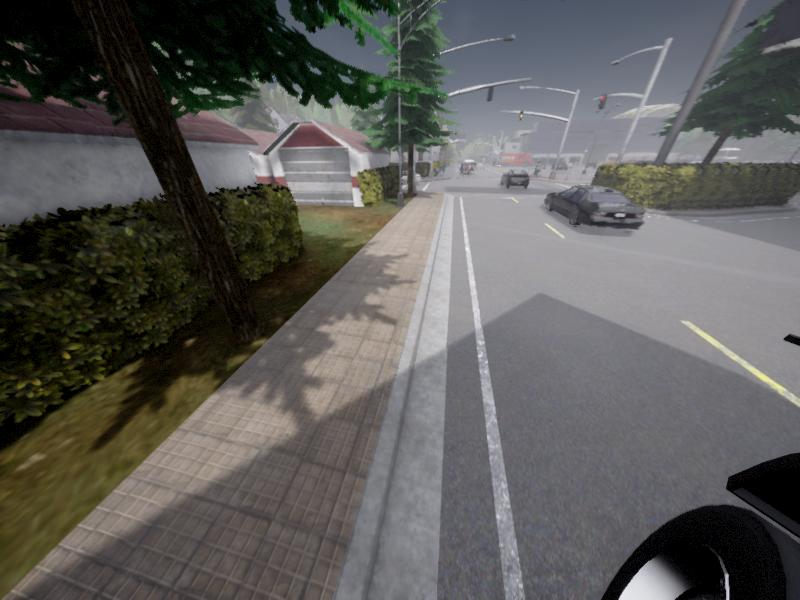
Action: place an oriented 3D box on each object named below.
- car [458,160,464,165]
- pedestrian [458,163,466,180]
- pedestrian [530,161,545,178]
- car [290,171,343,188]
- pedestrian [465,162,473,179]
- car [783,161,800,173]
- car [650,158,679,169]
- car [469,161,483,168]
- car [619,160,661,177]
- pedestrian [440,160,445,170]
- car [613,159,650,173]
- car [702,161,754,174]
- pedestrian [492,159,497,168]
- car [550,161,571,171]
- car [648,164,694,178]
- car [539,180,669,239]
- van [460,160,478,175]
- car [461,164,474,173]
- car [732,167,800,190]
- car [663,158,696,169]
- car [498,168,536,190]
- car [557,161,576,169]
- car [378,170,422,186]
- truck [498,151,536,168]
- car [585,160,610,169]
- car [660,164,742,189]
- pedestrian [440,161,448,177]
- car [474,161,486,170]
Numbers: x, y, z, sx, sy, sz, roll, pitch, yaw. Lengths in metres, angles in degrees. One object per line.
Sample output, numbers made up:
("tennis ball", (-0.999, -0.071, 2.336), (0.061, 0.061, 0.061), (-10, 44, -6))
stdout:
("car", (23.010, -51.610, 86.823), (1.837, 1.490, 4.892), (6, 32, 10))
("pedestrian", (7.911, -16.421, 29.440), (0.751, 1.860, 0.751), (3, 32, 6))
("pedestrian", (16.923, -16.087, 28.448), (0.751, 1.860, 0.751), (-5, 32, -8))
("car", (-9.006, -13.183, 25.187), (5.008, 1.535, 1.882), (5, 32, 9))
("pedestrian", (9.023, -16.964, 30.305), (0.751, 1.860, 0.751), (8, 33, 14))
("car", (59.676, -19.272, 33.591), (1.845, 1.501, 3.633), (5, 32, 10))
("car", (56.851, -29.439, 49.719), (1.905, 1.878, 3.866), (5, 32, 10))
("car", (20.829, -37.388, 63.634), (2.038, 1.542, 4.974), (-1, 32, 0))
("car", (33.043, -18.268, 31.958), (1.905, 1.878, 3.866), (5, 32, 10))
("pedestrian", (9.266, -29.384, 50.230), (0.751, 1.860, 0.751), (7, 32, 13))
("car", (37.812, -21.989, 37.968), (1.932, 1.855, 4.605), (5, 32, 10))
("car", (49.887, -20.264, 35.335), (2.007, 1.523, 4.514), (5, 32, 10))
("pedestrian", (23.464, -33.968, 57.429), (0.751, 1.860, 0.751), (6, 32, 10))
("car", (32.976, -27.634, 47.622), (2.007, 1.523, 4.514), (5, 32, 10))
("car", (36.185, -17.394, 31.025), (1.970, 1.475, 3.806), (5, 32, 10))
("car", (8.370, -4.320, 10.362), (2.033, 1.411, 5.357), (7, 33, 9))
("van", (11.389, -21.959, 38.265), (2.069, 2.038, 4.480), (3, 32, 6))
("car", (12.869, -25.401, 44.481), (1.994, 1.385, 4.181), (5, 32, 10))
("car", (34.019, -10.768, 20.420), (4.856, 1.649, 2.033), (6, 32, 10))
("car", (59.781, -29.357, 49.574), (1.932, 1.855, 4.605), (5, 32, 10))
("car", (11.244, -11.926, 22.646), (2.128, 1.511, 4.902), (6, 33, 10))
("car", (37.952, -30.970, 52.838), (1.970, 1.475, 3.806), (5, 32, 10))
("car", (0.031, -14.012, 26.475), (4.674, 1.442, 1.812), (8, 32, 13))
("truck", (33.148, -39.953, 65.791), (8.468, 3.827, 2.891), (6, 32, 10))
("car", (44.307, -30.593, 51.962), (2.152, 1.636, 5.027), (5, 32, 10))
("car", (27.699, -11.515, 21.495), (3.866, 1.878, 1.905), (6, 32, 10))
("pedestrian", (6.160, -18.347, 32.313), (0.751, 1.860, 0.751), (12, 34, 20))
("car", (19.083, -32.321, 55.391), (2.152, 1.651, 5.027), (6, 32, 10))
